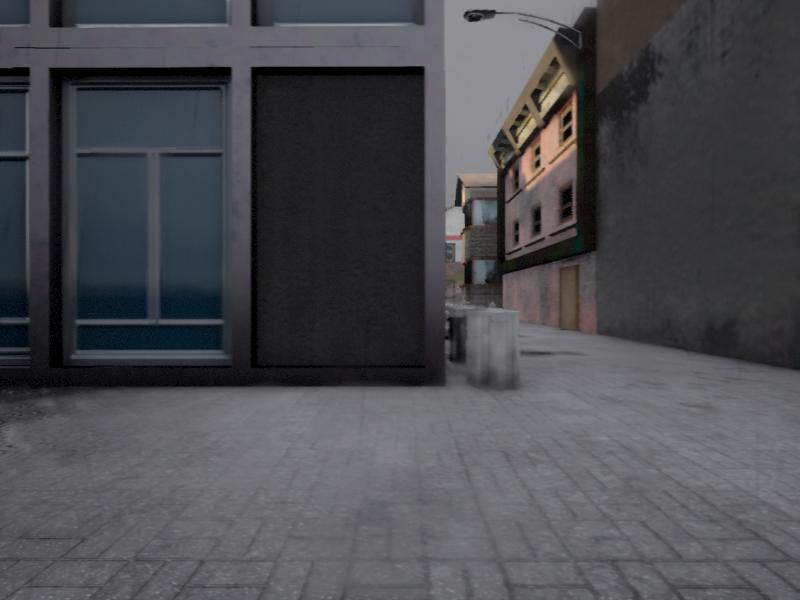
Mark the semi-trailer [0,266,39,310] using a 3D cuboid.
[{"bbox_3d":[-41.320,-1.156,37.088,2.717,4.402,14.254,0,0,0],"label":"semi-trailer"}]
